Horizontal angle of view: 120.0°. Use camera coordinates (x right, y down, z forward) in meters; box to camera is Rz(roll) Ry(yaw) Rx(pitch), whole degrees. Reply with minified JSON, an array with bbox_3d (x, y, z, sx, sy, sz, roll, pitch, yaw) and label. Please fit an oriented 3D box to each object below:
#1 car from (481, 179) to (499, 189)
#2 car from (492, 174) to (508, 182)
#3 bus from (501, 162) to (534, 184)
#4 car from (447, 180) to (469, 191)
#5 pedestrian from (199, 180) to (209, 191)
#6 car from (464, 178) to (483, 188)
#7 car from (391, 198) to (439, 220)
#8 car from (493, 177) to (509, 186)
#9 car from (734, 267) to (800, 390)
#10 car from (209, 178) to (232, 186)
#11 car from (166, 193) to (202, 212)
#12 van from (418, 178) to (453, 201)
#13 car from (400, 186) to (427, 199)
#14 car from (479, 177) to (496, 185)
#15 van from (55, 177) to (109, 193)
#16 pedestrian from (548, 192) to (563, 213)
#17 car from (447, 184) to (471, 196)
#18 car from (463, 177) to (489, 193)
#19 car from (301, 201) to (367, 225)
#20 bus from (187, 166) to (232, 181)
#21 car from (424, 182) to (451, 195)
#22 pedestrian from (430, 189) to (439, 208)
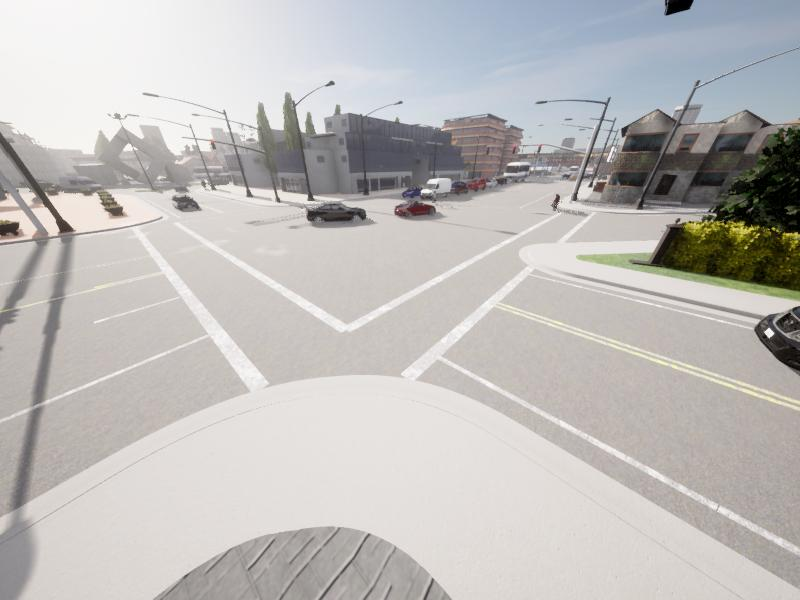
[{"bbox_3d":[18.509,-23.919,47.486,1.812,1.442,4.674,23,39,34],"label":"car"},{"bbox_3d":[25.942,-31.468,59.724,1.882,1.535,5.008,23,38,34],"label":"car"},{"bbox_3d":[29.437,-31.921,57.774,3.944,4.253,10.273,23,38,34],"label":"bus"},{"bbox_3d":[11.226,-22.175,44.719,1.882,1.535,5.008,23,38,34],"label":"car"},{"bbox_3d":[-37.161,-21.768,43.806,0.751,1.860,0.751,24,38,35],"label":"pedestrian"},{"bbox_3d":[15.635,-24.946,49.229,1.837,1.490,4.892,23,39,34],"label":"car"},{"bbox_3d":[1.480,-8.897,22.344,4.181,1.385,1.994,-17,34,-27],"label":"car"},{"bbox_3d":[22.601,-26.542,51.635,1.816,1.474,4.193,23,38,34],"label":"car"},{"bbox_3d":[11.035,1.388,3.860,5.566,2.045,2.150,23,37,34],"label":"car"},{"bbox_3d":[-45.767,-30.196,59.086,2.007,1.525,4.514,2,30,4],"label":"car"},{"bbox_3d":[-24.281,-11.043,25.962,4.193,1.474,1.816,23,37,34],"label":"car"},{"bbox_3d":[5.242,-16.133,33.595,1.988,2.561,5.915,23,37,34],"label":"van"},{"bbox_3d":[2.081,-16.512,35.329,1.816,1.474,4.193,22,37,34],"label":"car"},{"bbox_3d":[20.489,-27.973,54.171,1.994,1.385,4.181,24,39,35],"label":"car"},{"bbox_3d":[-57.389,-20.830,41.807,5.915,2.561,1.988,1,30,2],"label":"van"},{"bbox_3d":[15.893,-9.977,23.621,0.751,1.860,0.751,19,35,29],"label":"pedestrian"},{"bbox_3d":[9.896,-18.442,38.570,1.812,1.442,4.674,23,38,34],"label":"car"},{"bbox_3d":[14.110,-21.390,42.837,2.150,2.045,5.566,23,38,34],"label":"car"},{"bbox_3d":[-5.469,-7.495,19.762,5.008,1.535,1.882,-5,31,-8],"label":"car"},{"bbox_3d":[-64.265,-42.900,78.355,10.273,4.253,3.944,-3,30,-6],"label":"bus"},{"bbox_3d":[6.555,-19.299,39.891,1.930,1.638,5.238,23,38,34],"label":"car"},{"bbox_3d":[3.976,-11.647,26.545,0.751,1.860,0.751,7,31,11],"label":"pedestrian"}]
